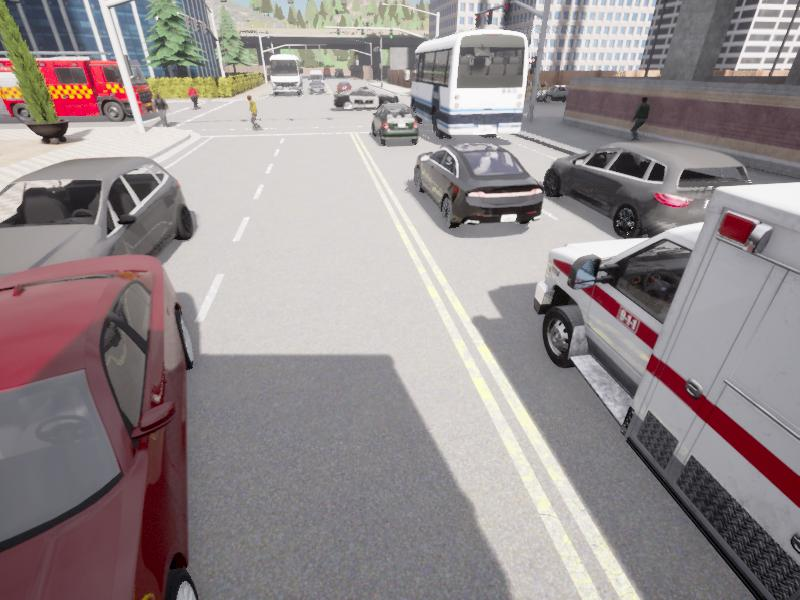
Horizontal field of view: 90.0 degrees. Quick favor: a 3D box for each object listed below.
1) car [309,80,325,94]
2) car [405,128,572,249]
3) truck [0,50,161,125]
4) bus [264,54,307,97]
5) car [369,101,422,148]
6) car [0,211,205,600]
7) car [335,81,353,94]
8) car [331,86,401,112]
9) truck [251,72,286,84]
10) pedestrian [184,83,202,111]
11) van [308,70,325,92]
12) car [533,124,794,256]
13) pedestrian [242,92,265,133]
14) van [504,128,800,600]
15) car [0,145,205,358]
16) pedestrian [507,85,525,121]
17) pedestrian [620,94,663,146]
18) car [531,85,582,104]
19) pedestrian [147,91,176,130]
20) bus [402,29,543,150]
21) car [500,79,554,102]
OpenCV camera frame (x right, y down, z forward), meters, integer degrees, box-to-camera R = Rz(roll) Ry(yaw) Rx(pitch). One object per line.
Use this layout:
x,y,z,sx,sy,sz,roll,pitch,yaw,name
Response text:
-10.741,-27.583,51.815,1.812,1.442,4.674,-5,31,-9,car
1.638,-2.949,9.562,2.128,1.511,4.902,-5,31,-9,car
-20.587,-13.298,25.015,8.468,3.827,2.891,-5,31,-8,truck
-13.891,-27.984,49.724,3.944,4.253,10.273,-5,31,-9,bus
-0.297,-8.238,18.573,1.789,1.549,3.705,-6,31,-10,car
-2.677,0.931,2.896,1.882,1.535,5.008,-13,33,-21,car
-7.270,-27.587,51.892,1.994,1.385,4.181,-5,31,-8,car
-2.697,-15.956,31.704,5.238,1.638,1.930,-6,31,-10,car
-26.338,-44.628,80.293,6.274,2.098,2.390,-5,31,-9,truck
-16.286,-15.980,31.501,0.751,1.860,0.751,-20,36,-31,pedestrian
-12.130,-31.903,58.128,1.988,2.561,5.915,-5,31,-9,van
5.282,-2.777,9.104,2.242,1.667,4.611,-5,31,-9,car
-7.699,-9.849,20.991,0.751,1.860,0.751,-12,32,-19,pedestrian
3.121,0.792,2.247,2.351,2.431,6.366,-5,31,-9,van
-5.078,-1.168,6.376,2.242,1.667,4.611,-5,30,-8,car
7.030,-11.973,24.305,0.751,1.860,0.751,11,32,18,pedestrian
9.948,-7.435,16.532,0.751,1.860,0.751,-7,31,-11,pedestrian
14.618,-19.326,37.611,3.806,1.475,1.970,-5,31,-8,car
-13.065,-10.401,21.945,0.751,1.860,0.751,-5,31,-9,pedestrian
2.805,-10.921,20.491,3.944,4.253,10.273,-4,31,-7,bus
12.705,-21.110,40.270,4.605,1.855,1.932,-4,31,-7,car
